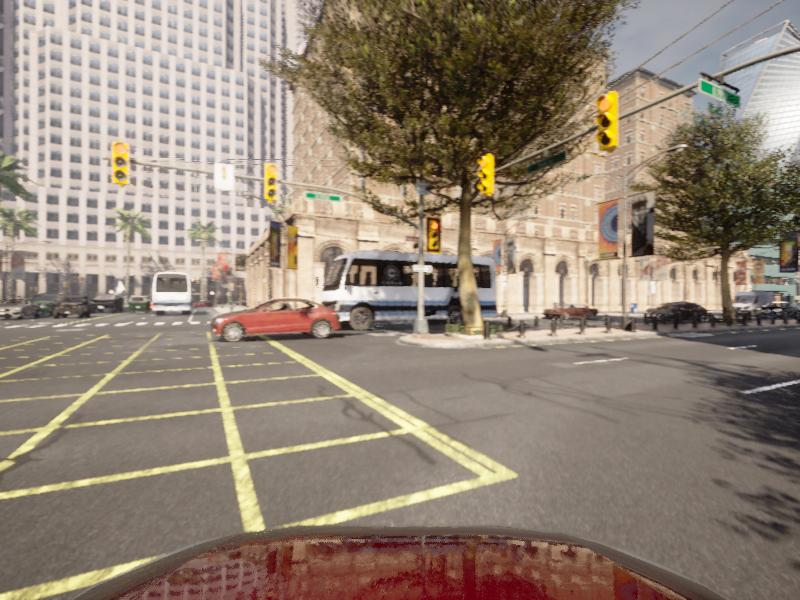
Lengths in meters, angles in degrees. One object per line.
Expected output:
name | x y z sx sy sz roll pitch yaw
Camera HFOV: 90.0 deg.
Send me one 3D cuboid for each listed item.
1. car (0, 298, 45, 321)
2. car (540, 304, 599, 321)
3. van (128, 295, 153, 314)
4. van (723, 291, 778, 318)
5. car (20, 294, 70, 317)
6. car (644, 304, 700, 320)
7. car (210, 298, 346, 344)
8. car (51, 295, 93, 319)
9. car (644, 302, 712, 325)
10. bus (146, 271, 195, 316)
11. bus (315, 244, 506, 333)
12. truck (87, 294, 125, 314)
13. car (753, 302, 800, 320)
car | -30.084 0.689 31.312 2.152 1.651 5.027 0 0 -26
car | 14.143 0.962 33.291 4.718 1.301 1.895 0 0 -26
van | -28.783 0.505 44.441 1.775 1.987 4.442 0 0 -26
van | 35.085 0.398 40.011 5.915 2.561 1.988 0 0 -26
car | -33.290 0.464 37.734 2.150 2.045 5.566 0 0 -26
car | 23.272 0.991 34.175 4.718 1.301 1.895 0 0 -26
car | -4.958 0.761 16.322 5.027 1.651 2.152 0 0 -26
car | -27.189 0.561 33.335 1.905 1.878 3.866 0 0 -27
car | 19.882 0.884 28.597 4.892 1.490 1.837 0 0 -26
bus | -24.283 -0.612 42.945 3.944 4.253 10.273 0 0 -26
bus | 0.656 -0.541 23.008 10.273 4.253 3.944 0 0 -24
truck | -33.124 0.438 45.331 2.390 2.098 6.274 0 0 -26
car | 33.257 0.926 35.200 3.806 1.475 1.970 0 0 -26
